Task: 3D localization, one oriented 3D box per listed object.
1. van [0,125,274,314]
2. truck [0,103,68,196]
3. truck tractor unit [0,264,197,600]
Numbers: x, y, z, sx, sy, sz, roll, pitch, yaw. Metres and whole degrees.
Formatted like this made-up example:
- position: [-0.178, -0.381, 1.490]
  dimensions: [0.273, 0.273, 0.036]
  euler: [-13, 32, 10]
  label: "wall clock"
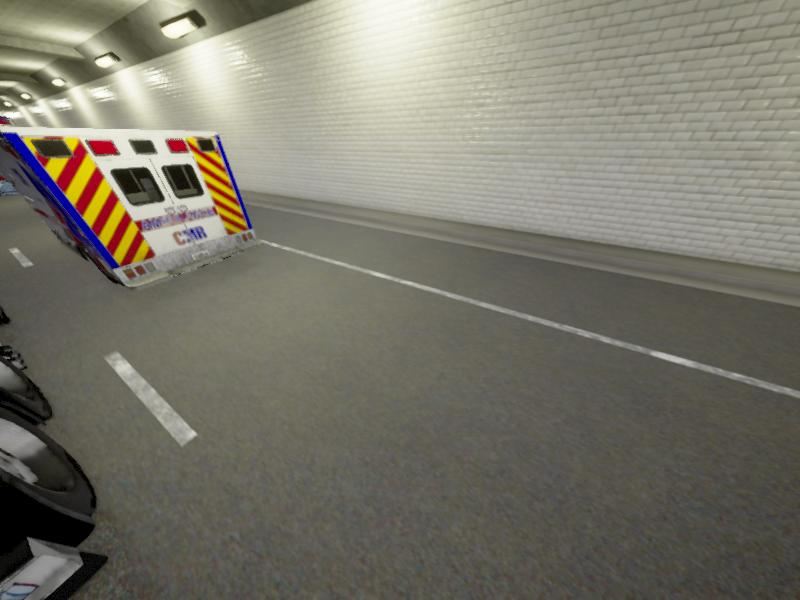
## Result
- position: [-6.285, -2.255, 5.175]
  dimensions: [6.366, 2.431, 2.351]
  euler: [18, 39, 24]
  label: "van"
- position: [-23.794, -8.530, 13.127]
  dimensions: [8.468, 3.827, 2.891]
  euler: [18, 39, 24]
  label: "truck"
- position: [-5.114, -0.297, 0.784]
  dimensions: [6.516, 4.208, 3.053]
  euler: [18, 39, 24]
  label: "truck tractor unit"
